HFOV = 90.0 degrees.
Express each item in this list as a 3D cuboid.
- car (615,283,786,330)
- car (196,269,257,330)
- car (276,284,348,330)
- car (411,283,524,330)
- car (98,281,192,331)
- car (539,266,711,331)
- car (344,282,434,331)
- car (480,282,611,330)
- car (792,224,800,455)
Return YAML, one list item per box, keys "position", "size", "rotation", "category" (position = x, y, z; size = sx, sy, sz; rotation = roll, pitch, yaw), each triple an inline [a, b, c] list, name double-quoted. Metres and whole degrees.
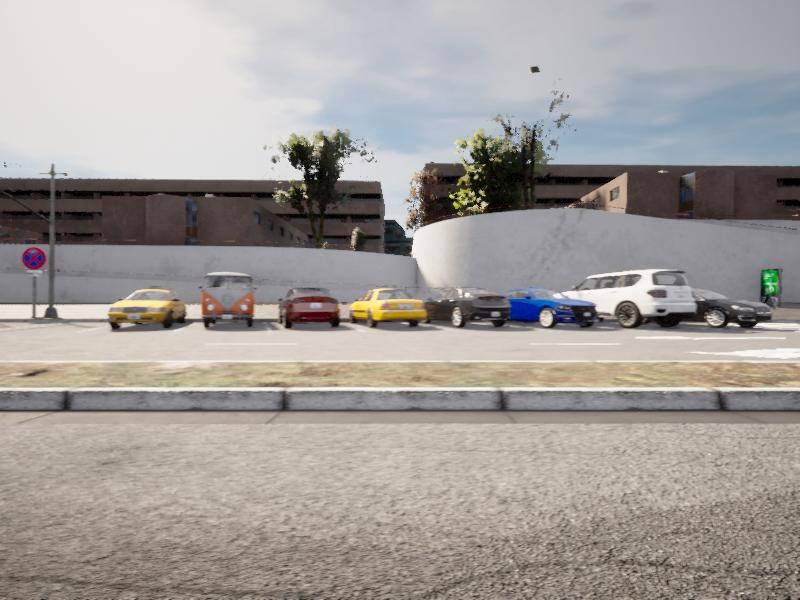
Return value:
- position: [11.315, 0.250, 15.603]
  size: [2.231, 1.521, 4.892]
  rotation: [1, -1, -20]
  category: "car"
- position: [-6.540, 0.013, 15.496]
  size: [1.878, 1.987, 4.442]
  rotation: [1, -1, -20]
  category: "car"
- position: [-3.614, 0.268, 15.626]
  size: [2.163, 1.488, 4.792]
  rotation: [0, -1, -20]
  category: "car"
- position: [2.364, 0.238, 15.591]
  size: [2.231, 1.521, 4.892]
  rotation: [0, -1, -20]
  category: "car"
- position: [-9.499, 0.237, 15.431]
  size: [1.946, 1.575, 5.366]
  rotation: [1, -1, -20]
  category: "car"
- position: [8.314, -0.009, 15.624]
  size: [2.435, 2.045, 5.566]
  rotation: [0, -1, -20]
  category: "car"
- position: [-0.684, 0.236, 15.773]
  size: [1.946, 1.575, 5.366]
  rotation: [0, -1, -20]
  category: "car"
- position: [5.349, 0.239, 15.602]
  size: [2.097, 1.535, 5.008]
  rotation: [1, -1, -20]
  category: "car"
- position: [4.649, 0.256, 1.699]
  size: [4.193, 1.474, 1.816]
  rotation: [0, 0, 0]
  category: "car"
